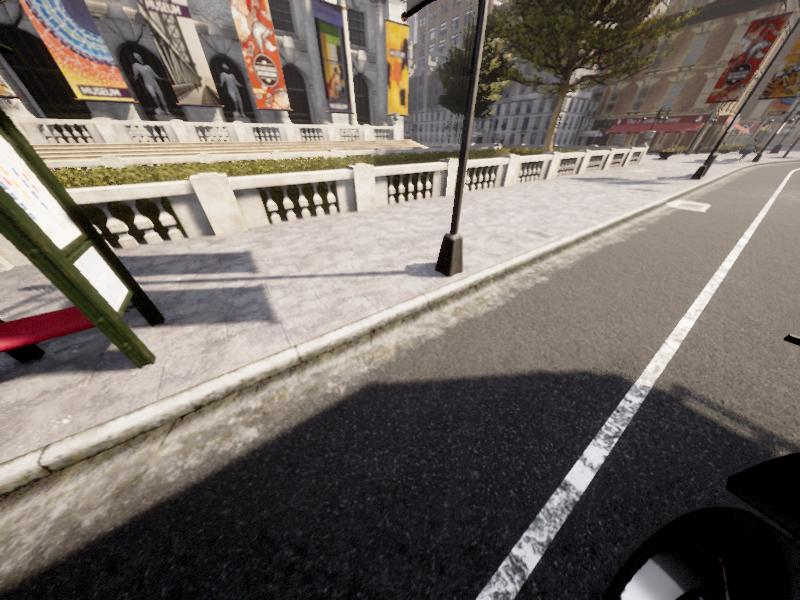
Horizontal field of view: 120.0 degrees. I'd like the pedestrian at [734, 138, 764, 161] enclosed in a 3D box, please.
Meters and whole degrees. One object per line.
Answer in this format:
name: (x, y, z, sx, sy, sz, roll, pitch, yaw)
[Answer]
pedestrian: (35.152, -15.167, 23.277, 0.751, 1.860, 0.751, -15, 38, -20)
